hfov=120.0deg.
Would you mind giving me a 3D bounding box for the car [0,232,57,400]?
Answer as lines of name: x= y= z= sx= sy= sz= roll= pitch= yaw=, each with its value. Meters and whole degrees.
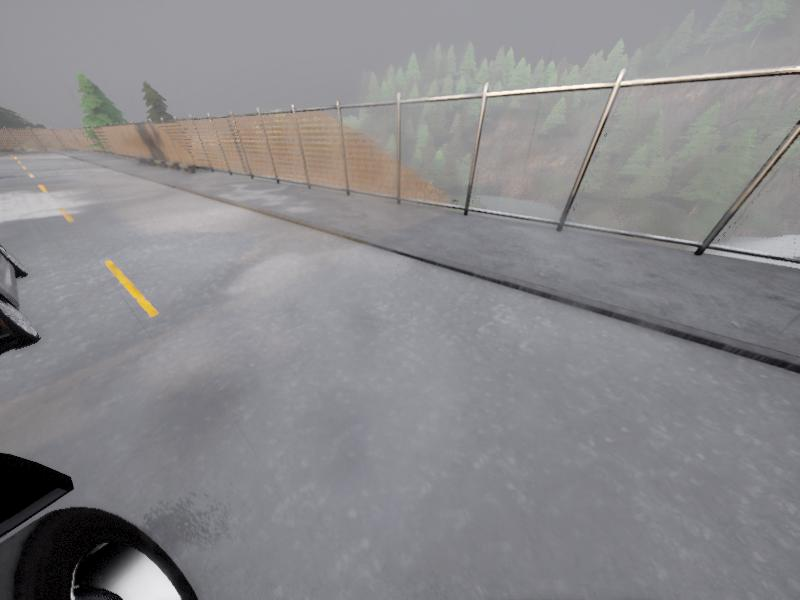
car: x=-6.631 y=-0.227 z=2.760 sx=5.238 sy=1.638 sz=1.930 roll=22 pitch=41 yaw=28
